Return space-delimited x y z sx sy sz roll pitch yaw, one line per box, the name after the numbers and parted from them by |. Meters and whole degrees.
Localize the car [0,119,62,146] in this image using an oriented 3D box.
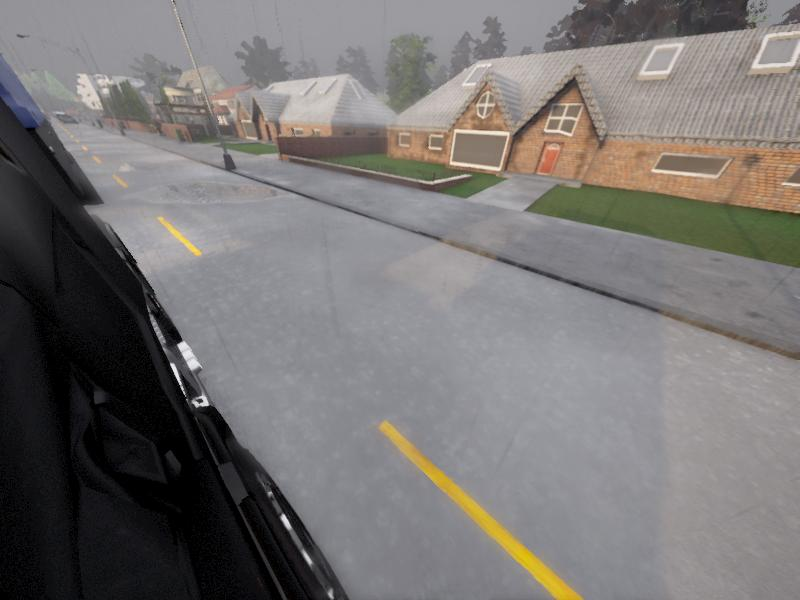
-29.804 -13.650 18.793 4.514 1.525 2.007 28 44 30 | car

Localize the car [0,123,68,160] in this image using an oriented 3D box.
-21.860 -9.420 13.625 4.514 1.525 2.007 28 44 30 | car

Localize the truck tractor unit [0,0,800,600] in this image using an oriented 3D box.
-2.645 -0.295 0.351 6.516 4.208 3.053 28 44 30 | truck tractor unit

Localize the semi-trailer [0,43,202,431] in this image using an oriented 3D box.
-8.700 -3.599 4.234 14.254 4.402 2.717 28 44 30 | semi-trailer

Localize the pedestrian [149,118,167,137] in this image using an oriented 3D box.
-29.077 -20.715 27.786 0.751 1.860 0.751 29 44 30 | pedestrian

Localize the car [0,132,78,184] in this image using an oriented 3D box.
-15.685 -6.066 9.655 4.181 1.385 1.994 28 44 30 | car

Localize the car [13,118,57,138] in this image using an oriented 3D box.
-36.991 -17.453 23.481 4.193 1.474 1.816 28 44 30 | car
